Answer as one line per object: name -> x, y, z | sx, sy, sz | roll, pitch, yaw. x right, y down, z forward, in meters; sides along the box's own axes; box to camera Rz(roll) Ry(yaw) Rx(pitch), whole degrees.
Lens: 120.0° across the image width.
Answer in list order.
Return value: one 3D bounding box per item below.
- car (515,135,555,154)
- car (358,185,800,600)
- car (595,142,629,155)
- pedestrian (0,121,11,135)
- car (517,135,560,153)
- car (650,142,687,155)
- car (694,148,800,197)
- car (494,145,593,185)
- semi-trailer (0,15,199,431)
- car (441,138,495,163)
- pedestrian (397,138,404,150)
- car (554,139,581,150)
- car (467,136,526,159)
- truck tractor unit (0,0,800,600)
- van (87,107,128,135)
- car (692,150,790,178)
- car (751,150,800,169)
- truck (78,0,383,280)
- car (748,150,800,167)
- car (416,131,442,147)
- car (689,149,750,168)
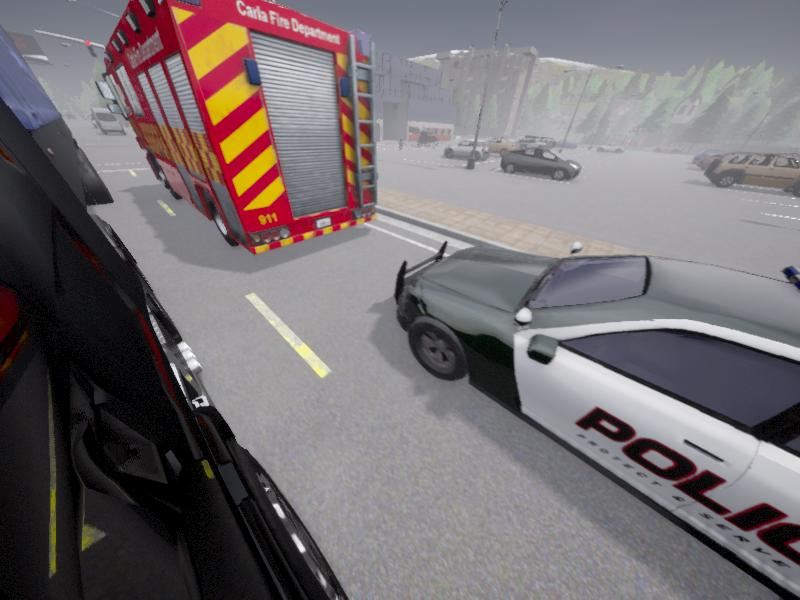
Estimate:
car -> 18.433, -21.370, 31.687 | 3.866, 1.878, 1.905 | 30, 45, 31
car -> 2.097, 0.440, 1.933 | 4.974, 1.542, 2.038 | 30, 45, 31
car -> 36.128, -25.932, 39.421 | 3.806, 1.475, 1.970 | 30, 45, 31
pedestrian -> -36.381, -15.899, 20.636 | 0.751, 1.860, 0.751 | 22, 41, 23
car -> 20.076, -22.762, 33.681 | 4.605, 1.855, 1.932 | 30, 45, 31
car -> 55.607, -31.462, 47.927 | 4.605, 1.855, 1.932 | 29, 44, 31
car -> 20.622, -7.191, 12.973 | 4.605, 1.855, 1.932 | 30, 45, 31
car -> 8.544, -8.351, 14.070 | 4.514, 1.523, 2.007 | 30, 45, 31
semi-trailer -> -8.569, -3.700, 4.337 | 14.254, 4.402, 2.717 | 30, 44, 31
car -> 5.781, -12.960, 19.921 | 3.806, 1.475, 1.970 | 30, 45, 31
pedestrian -> 0.074, -18.428, 27.293 | 0.500, 1.100, 0.500 | 29, 44, 31
car -> 32.631, -30.365, 45.084 | 3.633, 1.501, 1.845 | 30, 45, 31
car -> 9.849, -15.882, 23.947 | 5.027, 1.636, 2.152 | 30, 45, 31
truck tractor unit -> -2.645, -0.295, 0.352 | 6.516, 4.208, 3.053 | 28, 44, 30
van -> -37.245, -22.725, 29.396 | 5.915, 2.561, 1.988 | 30, 44, 32
car -> 29.496, -12.011, 20.303 | 4.514, 1.523, 2.007 | 30, 45, 31
car -> 49.857, -17.961, 29.602 | 5.027, 1.636, 2.152 | 30, 45, 31
truck -> -4.444, -4.290, 5.896 | 8.468, 3.827, 2.891 | 30, 45, 31
car -> 51.922, -19.307, 31.544 | 4.514, 1.523, 2.007 | 30, 45, 31
car -> 4.500, -25.064, 36.055 | 1.905, 1.878, 3.866 | 30, 45, 31
car -> 36.229, -16.214, 26.375 | 3.633, 1.501, 1.845 | 30, 45, 31
